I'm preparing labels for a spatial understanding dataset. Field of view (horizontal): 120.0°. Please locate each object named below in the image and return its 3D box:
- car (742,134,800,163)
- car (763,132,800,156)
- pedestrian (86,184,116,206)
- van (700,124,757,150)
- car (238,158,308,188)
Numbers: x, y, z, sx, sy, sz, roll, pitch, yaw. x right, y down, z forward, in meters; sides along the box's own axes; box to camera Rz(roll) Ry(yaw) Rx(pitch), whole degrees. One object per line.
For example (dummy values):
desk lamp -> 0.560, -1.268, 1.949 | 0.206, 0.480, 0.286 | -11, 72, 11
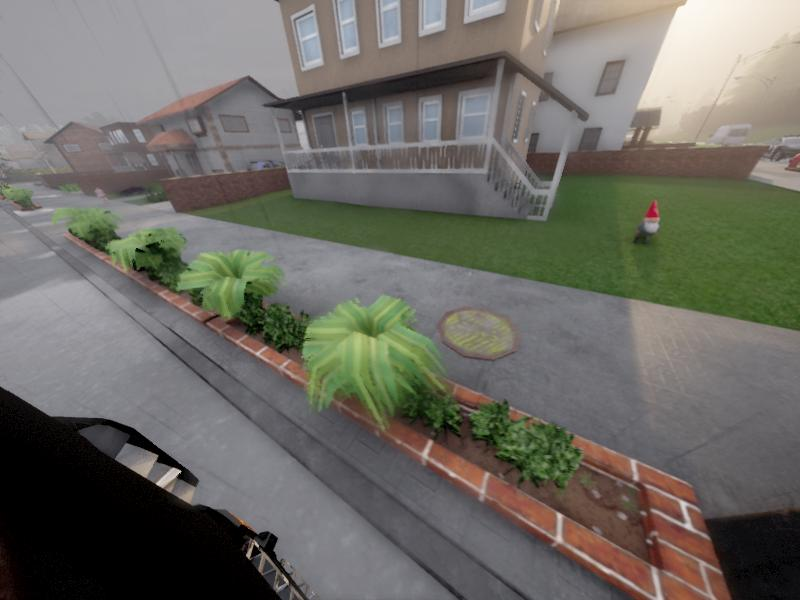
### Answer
car -> 28.781, -11.259, 17.089 | 1.930, 1.638, 5.238 | 17, 38, 27
car -> 35.818, -13.906, 20.512 | 2.033, 1.649, 4.856 | 17, 39, 28
pedestrian -> -17.181, -6.038, 13.294 | 0.500, 1.100, 0.500 | 16, 38, 26
van -> 43.831, -21.916, 31.105 | 1.988, 2.561, 5.915 | 17, 38, 27
car -> -8.840, -9.091, 16.418 | 1.845, 1.501, 3.633 | 16, 38, 27
